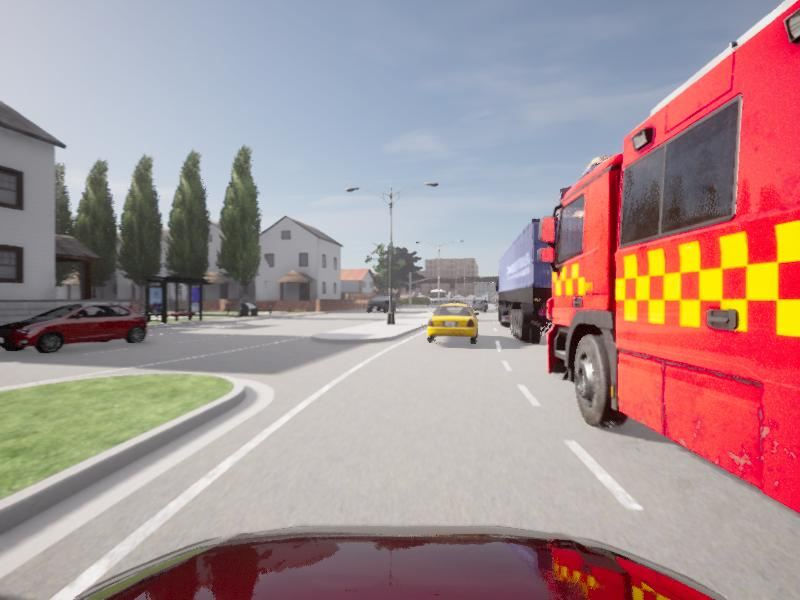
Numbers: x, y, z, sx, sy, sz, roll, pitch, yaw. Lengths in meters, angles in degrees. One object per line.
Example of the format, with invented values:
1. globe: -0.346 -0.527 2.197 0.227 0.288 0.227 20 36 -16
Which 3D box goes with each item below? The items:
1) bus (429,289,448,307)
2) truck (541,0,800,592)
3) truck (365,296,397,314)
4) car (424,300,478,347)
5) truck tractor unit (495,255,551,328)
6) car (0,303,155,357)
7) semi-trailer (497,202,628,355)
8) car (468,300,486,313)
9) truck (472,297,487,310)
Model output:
1. bus: 10.266 -0.500 105.284 3.944 4.253 10.273 0 0 13
2. truck: 3.647 -0.317 2.504 2.891 3.827 8.468 0 0 3
3. truck: -2.206 0.554 49.725 2.390 2.098 6.274 0 0 13
4. car: 2.228 0.808 16.284 1.801 1.575 5.366 0 0 11
5. truck tractor unit: 7.905 -0.499 26.533 3.053 4.208 6.516 0 0 13
6. car: -10.736 0.848 13.368 1.816 1.474 4.193 0 0 18
7. semi-trailer: 6.430 -0.605 18.751 2.717 4.402 14.254 0 0 10
8. car: 10.197 0.780 52.523 2.242 1.667 4.611 0 0 12
9. truck: 13.571 0.574 67.710 2.390 2.098 6.274 0 0 13
